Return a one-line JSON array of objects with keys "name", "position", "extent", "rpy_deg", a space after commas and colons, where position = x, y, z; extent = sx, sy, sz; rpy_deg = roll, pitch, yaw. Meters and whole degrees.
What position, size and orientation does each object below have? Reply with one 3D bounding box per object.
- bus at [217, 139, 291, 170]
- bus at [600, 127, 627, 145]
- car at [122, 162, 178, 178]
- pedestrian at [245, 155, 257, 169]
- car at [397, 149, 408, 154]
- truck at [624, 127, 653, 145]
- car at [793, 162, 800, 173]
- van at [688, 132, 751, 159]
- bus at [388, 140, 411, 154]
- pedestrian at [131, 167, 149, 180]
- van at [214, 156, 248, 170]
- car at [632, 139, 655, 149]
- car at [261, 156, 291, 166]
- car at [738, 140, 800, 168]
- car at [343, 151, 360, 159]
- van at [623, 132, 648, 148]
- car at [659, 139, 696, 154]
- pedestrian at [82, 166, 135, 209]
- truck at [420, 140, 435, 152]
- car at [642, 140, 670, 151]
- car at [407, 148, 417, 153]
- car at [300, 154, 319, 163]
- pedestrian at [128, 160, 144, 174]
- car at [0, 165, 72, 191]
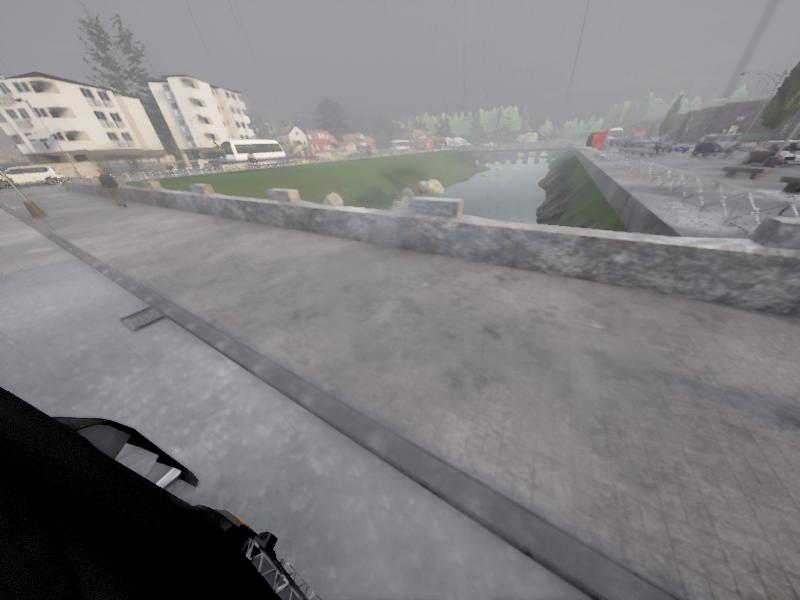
[{"name": "bus", "position": [-26.602, -27.149, 42.986], "extent": [3.944, 4.253, 10.273], "rpy_deg": [16, 38, 26]}, {"name": "bus", "position": [67.221, -51.627, 72.986], "extent": [3.944, 4.253, 10.273], "rpy_deg": [16, 38, 26]}, {"name": "car", "position": [-37.381, -19.633, 34.806], "extent": [1.930, 1.638, 5.238], "rpy_deg": [16, 38, 26]}, {"name": "pedestrian", "position": [-24.334, -22.542, 37.803], "extent": [0.751, 1.860, 0.751], "rpy_deg": [16, 38, 26]}, {"name": "car", "position": [1.004, -53.066, 82.606], "extent": [1.994, 1.385, 4.181], "rpy_deg": [16, 38, 26]}, {"name": "truck", "position": [64.182, -44.147, 62.322], "extent": [2.891, 3.827, 8.468], "rpy_deg": [16, 38, 26]}, {"name": "car", "position": [23.116, -6.820, 11.375], "extent": [1.895, 1.301, 4.718], "rpy_deg": [16, 38, 26]}, {"name": "van", "position": [31.377, -15.297, 22.919], "extent": [1.775, 1.987, 4.442], "rpy_deg": [16, 38, 26]}, {"name": "bus", "position": [-0.111, -57.493, 86.762], "extent": [3.944, 4.253, 10.273], "rpy_deg": [16, 38, 26]}, {"name": "pedestrian", "position": [-31.428, -15.288, 27.900], "extent": [0.751, 1.300, 0.751], "rpy_deg": [15, 37, 24]}, {"name": "van", "position": [-31.454, -25.642, 43.117], "extent": [1.775, 1.987, 4.442], "rpy_deg": [16, 38, 26]}, {"name": "car", "position": [45.783, -29.318, 43.484], "extent": [1.812, 1.442, 4.674], "rpy_deg": [16, 38, 26]}, {"name": "car", "position": [-26.668, -30.120, 50.049], "extent": [2.033, 1.411, 5.357], "rpy_deg": [16, 38, 26]}, {"name": "car", "position": [26.337, -10.090, 15.903], "extent": [1.970, 1.475, 3.806], "rpy_deg": [16, 38, 26]}, {"name": "car", "position": [-14.125, -42.627, 67.756], "extent": [1.930, 1.638, 5.238], "rpy_deg": [16, 38, 26]}, {"name": "van", "position": [50.052, -34.043, 49.262], "extent": [1.988, 2.561, 5.915], "rpy_deg": [16, 38, 26]}, {"name": "car", "position": [36.867, -20.506, 30.830], "extent": [1.816, 1.474, 4.193], "rpy_deg": [16, 38, 26]}, {"name": "pedestrian", "position": [-14.653, -5.677, 11.676], "extent": [0.751, 1.860, 0.751], "rpy_deg": [16, 38, 26]}, {"name": "truck", "position": [11.398, -64.402, 96.718], "extent": [2.891, 3.827, 8.468], "rpy_deg": [16, 38, 26]}, {"name": "car", "position": [41.785, -25.296, 37.850], "extent": [1.895, 1.301, 4.718], "rpy_deg": [16, 38, 26]}, {"name": "car", "position": [5.103, -61.597, 95.024], "extent": [1.801, 1.575, 5.366], "rpy_deg": [16, 38, 26]}, {"name": "car", "position": [-22.069, -34.726, 56.532], "extent": [1.851, 1.617, 3.988], "rpy_deg": [16, 38, 26]}, {"name": "pedestrian", "position": [-42.473, -21.369, 37.189], "extent": [0.751, 1.860, 0.751], "rpy_deg": [12, 36, 22]}, {"name": "car", "position": [-42.993, -14.071, 26.471], "extent": [2.150, 2.045, 5.566], "rpy_deg": [13, 37, 23]}]
